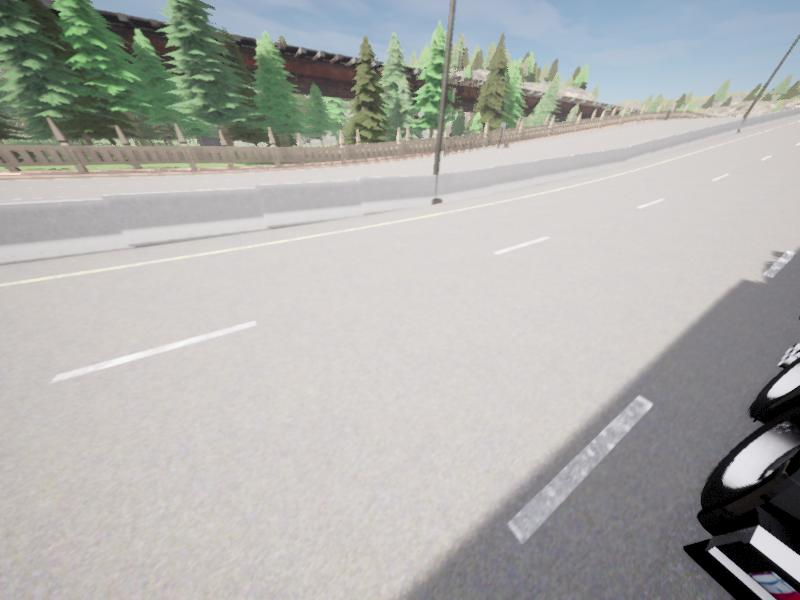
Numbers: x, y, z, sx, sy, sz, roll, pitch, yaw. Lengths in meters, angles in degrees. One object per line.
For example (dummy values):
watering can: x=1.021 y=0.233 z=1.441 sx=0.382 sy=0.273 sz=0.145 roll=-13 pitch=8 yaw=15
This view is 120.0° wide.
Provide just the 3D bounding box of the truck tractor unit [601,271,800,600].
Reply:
truck tractor unit: x=5.105 y=-0.313 z=0.741 sx=6.516 sy=4.208 sz=3.053 roll=-19 pitch=39 yaw=-23
